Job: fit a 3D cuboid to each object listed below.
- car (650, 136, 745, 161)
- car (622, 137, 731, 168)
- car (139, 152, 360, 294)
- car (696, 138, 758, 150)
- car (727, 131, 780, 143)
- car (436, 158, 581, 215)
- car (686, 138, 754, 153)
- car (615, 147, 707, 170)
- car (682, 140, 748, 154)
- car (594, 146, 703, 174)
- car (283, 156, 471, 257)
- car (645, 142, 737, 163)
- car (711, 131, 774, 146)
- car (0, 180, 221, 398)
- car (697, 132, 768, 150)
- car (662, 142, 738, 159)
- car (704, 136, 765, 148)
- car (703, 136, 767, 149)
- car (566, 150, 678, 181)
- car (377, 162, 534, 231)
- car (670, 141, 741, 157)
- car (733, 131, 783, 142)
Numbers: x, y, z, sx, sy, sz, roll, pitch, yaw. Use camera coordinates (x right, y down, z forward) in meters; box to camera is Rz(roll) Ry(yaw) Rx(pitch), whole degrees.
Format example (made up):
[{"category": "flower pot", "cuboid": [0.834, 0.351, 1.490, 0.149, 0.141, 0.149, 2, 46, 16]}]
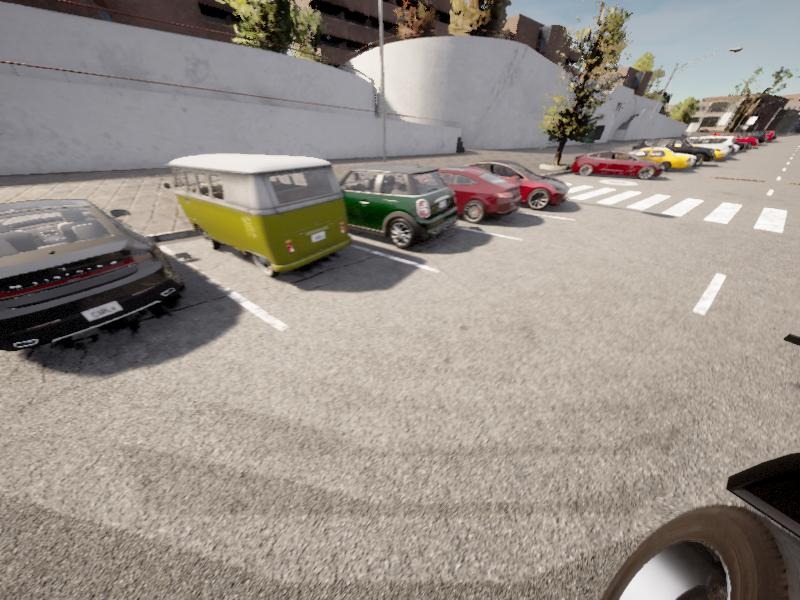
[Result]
[{"category": "car", "cuboid": [31.152, -16.196, 24.651, 5.566, 2.045, 2.435, 21, 41, 29]}, {"category": "car", "cuboid": [23.830, -13.114, 20.463, 5.566, 2.045, 2.435, 21, 40, 29]}, {"category": "car", "cuboid": [-3.302, -2.070, 5.163, 4.442, 1.987, 1.878, 21, 41, 29]}, {"category": "car", "cuboid": [48.410, -23.226, 34.424, 4.792, 1.488, 2.163, 21, 41, 29]}, {"category": "car", "cuboid": [75.373, -34.842, 49.458, 5.566, 2.045, 2.435, 21, 41, 29]}, {"category": "car", "cuboid": [4.168, -4.823, 9.428, 4.792, 1.488, 2.163, 21, 40, 29]}, {"category": "car", "cuboid": [43.473, -21.164, 31.669, 5.008, 1.535, 2.097, 21, 41, 29]}, {"category": "car", "cuboid": [21.345, -11.872, 19.245, 4.674, 1.452, 2.002, 21, 40, 29]}, {"category": "car", "cuboid": [41.013, -20.094, 30.326, 4.674, 1.452, 2.002, 21, 41, 29]}, {"category": "car", "cuboid": [18.733, -10.949, 17.904, 5.366, 1.575, 1.946, 21, 41, 29]}, {"category": "car", "cuboid": [-0.736, -2.941, 6.542, 4.553, 1.767, 2.185, 21, 41, 29]}, {"category": "car", "cuboid": [28.874, -14.901, 23.307, 5.366, 1.575, 1.946, 21, 40, 29]}, {"category": "car", "cuboid": [60.630, -28.665, 41.158, 5.566, 2.045, 2.435, 21, 41, 29]}, {"category": "car", "cuboid": [-5.639, -0.846, 3.843, 4.892, 1.521, 2.231, 21, 40, 29]}, {"category": "car", "cuboid": [50.860, -24.499, 35.638, 5.566, 2.045, 2.435, 21, 41, 29]}, {"category": "car", "cuboid": [33.612, -16.995, 26.194, 4.792, 1.488, 2.163, 21, 41, 29]}, {"category": "car", "cuboid": [55.597, -26.439, 38.625, 5.366, 1.575, 1.946, 21, 41, 29]}, {"category": "car", "cuboid": [53.450, -25.288, 37.075, 5.366, 1.575, 1.946, 21, 41, 29]}, {"category": "car", "cuboid": [13.997, -8.845, 15.027, 4.792, 1.488, 2.163, 21, 40, 29]}, {"category": "car", "cuboid": [1.685, -3.812, 8.040, 4.674, 1.452, 2.002, 21, 41, 29]}, {"category": "car", "cuboid": [36.102, -18.014, 27.577, 4.674, 1.452, 2.002, 21, 40, 29]}, {"category": "car", "cuboid": [82.764, -37.910, 53.605, 5.566, 2.045, 2.435, 21, 41, 29]}]
